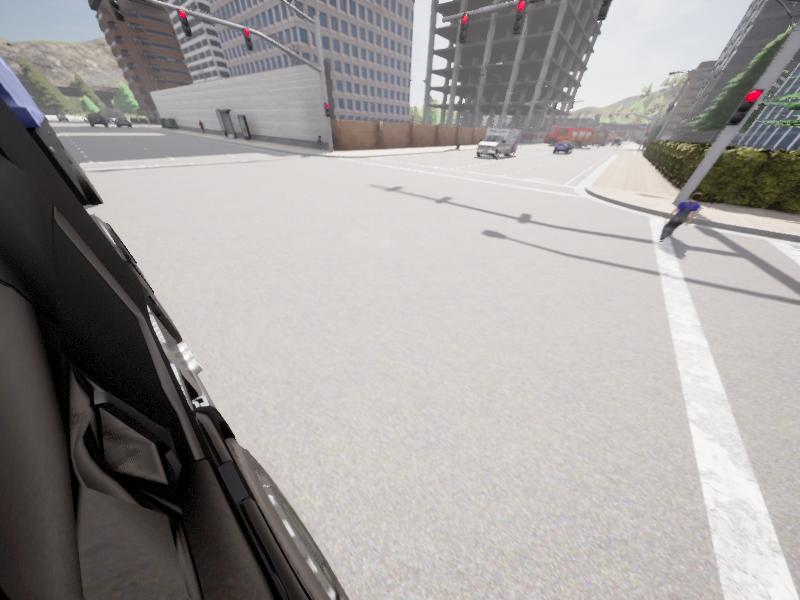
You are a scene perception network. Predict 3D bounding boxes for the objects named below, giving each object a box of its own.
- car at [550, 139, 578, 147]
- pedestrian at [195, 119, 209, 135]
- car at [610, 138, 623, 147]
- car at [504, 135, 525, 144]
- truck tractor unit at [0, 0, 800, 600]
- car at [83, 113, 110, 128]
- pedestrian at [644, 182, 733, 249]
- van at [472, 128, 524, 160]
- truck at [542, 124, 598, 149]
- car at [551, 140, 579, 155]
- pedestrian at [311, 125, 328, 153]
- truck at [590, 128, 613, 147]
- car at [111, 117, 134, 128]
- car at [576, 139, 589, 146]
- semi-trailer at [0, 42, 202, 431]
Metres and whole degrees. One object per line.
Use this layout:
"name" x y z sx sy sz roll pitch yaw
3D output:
"car" 37.102 -35.562 52.325 4.718 1.301 1.895 27 43 29
"pedestrian" -28.739 -25.125 33.535 0.751 1.860 0.751 31 45 32
"car" 62.725 -45.629 66.852 1.905 1.878 3.866 28 44 30
"car" 28.516 -40.104 57.679 3.988 1.617 1.851 28 44 30
"truck tractor unit" -2.645 -0.295 0.351 6.516 4.208 3.053 28 44 30
"car" -58.948 -34.880 44.854 5.566 2.045 2.150 28 44 30
"pedestrian" 6.998 -2.096 5.732 0.751 1.300 0.751 26 43 28
"van" 10.232 -16.215 23.931 2.351 2.431 6.366 28 44 30
"truck" 35.664 -34.641 48.901 8.468 3.827 2.891 27 43 29
"car" 23.355 -21.637 32.720 2.007 1.525 4.514 29 44 31
"pedestrian" -6.630 -13.271 19.063 0.751 1.860 0.751 25 42 27
"truck" 55.192 -44.467 63.205 2.891 3.827 8.468 28 44 30
"car" -56.651 -36.231 47.132 4.856 1.649 2.033 28 44 30
"car" 50.549 -43.568 63.829 1.895 1.301 4.718 28 44 30
"semi-trailer" -8.702 -3.601 4.227 14.254 4.402 2.717 28 44 30
